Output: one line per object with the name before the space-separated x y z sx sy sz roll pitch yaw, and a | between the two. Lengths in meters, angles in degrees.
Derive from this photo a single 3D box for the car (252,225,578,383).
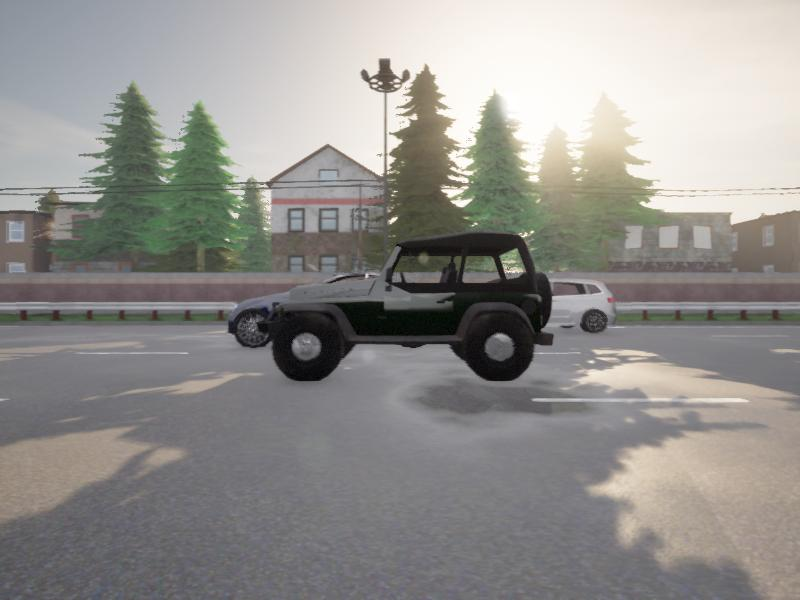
car | 0.176 0.046 5.701 3.866 1.878 1.905 0 0 0

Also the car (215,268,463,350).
car | -1.234 0.180 9.199 5.027 1.651 2.152 0 0 0

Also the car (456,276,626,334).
car | 4.244 0.155 12.701 4.611 1.667 2.242 0 0 0

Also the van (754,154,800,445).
van | 4.954 -0.002 2.199 4.442 1.987 1.775 0 0 0
